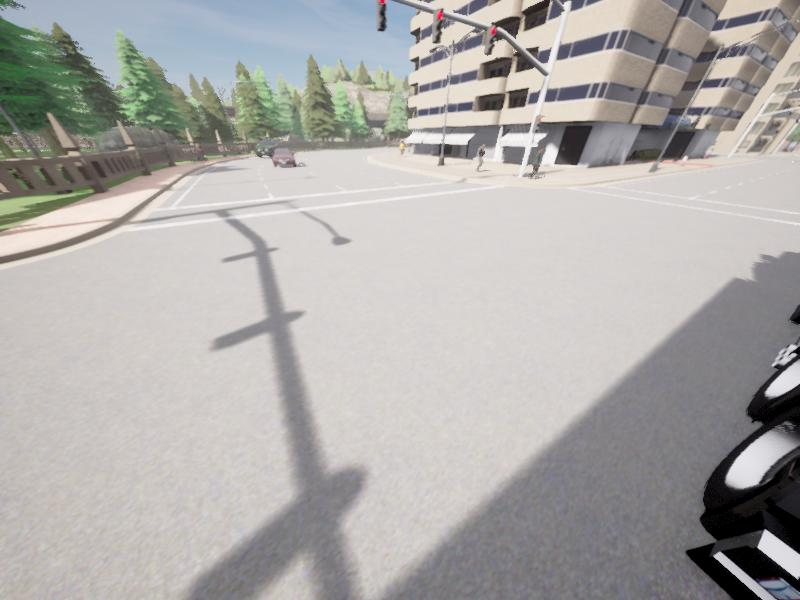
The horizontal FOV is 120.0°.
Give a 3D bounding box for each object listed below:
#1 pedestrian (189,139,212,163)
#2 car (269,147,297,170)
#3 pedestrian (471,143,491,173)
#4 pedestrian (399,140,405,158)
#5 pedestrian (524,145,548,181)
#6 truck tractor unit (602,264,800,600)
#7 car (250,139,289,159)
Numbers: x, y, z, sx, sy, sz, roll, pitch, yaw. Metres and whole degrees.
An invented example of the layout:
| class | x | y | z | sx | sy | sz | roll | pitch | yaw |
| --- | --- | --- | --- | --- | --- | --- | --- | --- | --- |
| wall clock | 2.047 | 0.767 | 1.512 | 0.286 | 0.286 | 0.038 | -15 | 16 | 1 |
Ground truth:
| class | x | y | z | sx | sy | sz | roll | pitch | yaw |
| --- | --- | --- | --- | --- | --- | --- | --- | --- | --- |
| pedestrian | -18.871 | -14.087 | 21.878 | 0.751 | 1.860 | 0.751 | -4 | 35 | -7 |
| car | -10.694 | -13.127 | 21.285 | 1.812 | 1.442 | 4.674 | -12 | 37 | -17 |
| pedestrian | 5.966 | -10.490 | 17.065 | 0.751 | 1.860 | 0.751 | -19 | 39 | -26 |
| pedestrian | 0.261 | -19.681 | 30.116 | 0.751 | 1.860 | 0.751 | -2 | 35 | -4 |
| pedestrian | 8.420 | -8.496 | 14.346 | 0.751 | 1.860 | 0.751 | 17 | 38 | 22 |
| truck tractor unit | 5.111 | -0.301 | 0.783 | 6.516 | 4.208 | 3.053 | -18 | 39 | -24 |
| car | -16.826 | -19.777 | 30.173 | 2.150 | 2.045 | 5.566 | -2 | 35 | -3 |
